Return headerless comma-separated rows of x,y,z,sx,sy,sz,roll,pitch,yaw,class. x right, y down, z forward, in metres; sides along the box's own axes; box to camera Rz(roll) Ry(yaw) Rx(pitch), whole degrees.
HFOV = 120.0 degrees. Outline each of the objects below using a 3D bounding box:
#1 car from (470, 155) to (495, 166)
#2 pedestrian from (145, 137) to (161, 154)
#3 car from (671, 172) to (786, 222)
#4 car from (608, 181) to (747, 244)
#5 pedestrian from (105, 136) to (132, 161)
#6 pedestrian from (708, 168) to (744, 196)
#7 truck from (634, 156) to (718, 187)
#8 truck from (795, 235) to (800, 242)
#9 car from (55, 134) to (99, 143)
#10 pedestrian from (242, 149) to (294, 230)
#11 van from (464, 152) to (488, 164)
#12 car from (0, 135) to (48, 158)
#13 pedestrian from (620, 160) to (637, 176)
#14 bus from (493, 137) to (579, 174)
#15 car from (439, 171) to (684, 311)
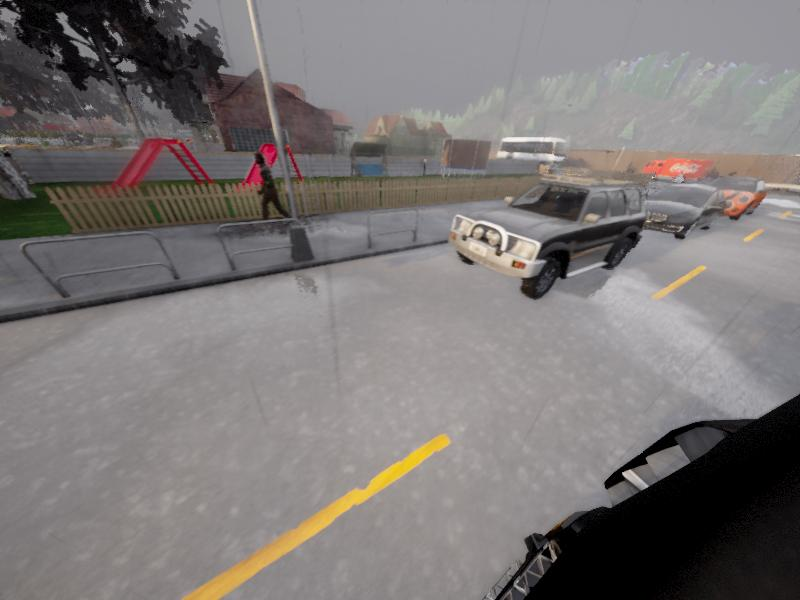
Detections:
15.397,-26.094,43.288,1.816,1.474,4.193,-16,38,-26,car
-32.392,-20.271,30.338,0.751,1.860,0.751,-24,42,-34,pedestrian
16.364,-5.276,11.554,4.553,1.767,2.097,-16,38,-26,car
10.374,-3.457,8.627,4.892,1.490,1.837,-16,38,-26,car
-25.652,-13.843,21.107,0.751,1.860,0.751,-16,38,-26,pedestrian
25.927,-9.386,18.383,0.751,1.860,0.751,-16,38,-26,pedestrian
31.585,-14.926,26.713,2.627,2.467,5.204,-16,39,-26,truck
17.442,-3.171,8.172,6.274,2.098,2.390,-16,38,-26,truck
-73.684,-36.999,52.840,5.357,1.415,2.033,-16,38,-26,car
-3.582,-3.006,6.344,0.751,1.860,0.751,-16,38,-25,pedestrian
16.053,-30.070,48.893,1.775,1.987,4.442,-16,38,-26,van
-37.004,-14.605,21.904,1.801,1.575,5.366,-16,38,-26,car
31.903,-18.403,32.289,0.751,1.860,0.751,-4,34,-10,pedestrian
20.314,-22.582,35.817,3.944,4.253,10.273,-16,38,-26,bus
3.391,-1.623,4.988,4.605,1.855,1.932,-16,38,-26,car
